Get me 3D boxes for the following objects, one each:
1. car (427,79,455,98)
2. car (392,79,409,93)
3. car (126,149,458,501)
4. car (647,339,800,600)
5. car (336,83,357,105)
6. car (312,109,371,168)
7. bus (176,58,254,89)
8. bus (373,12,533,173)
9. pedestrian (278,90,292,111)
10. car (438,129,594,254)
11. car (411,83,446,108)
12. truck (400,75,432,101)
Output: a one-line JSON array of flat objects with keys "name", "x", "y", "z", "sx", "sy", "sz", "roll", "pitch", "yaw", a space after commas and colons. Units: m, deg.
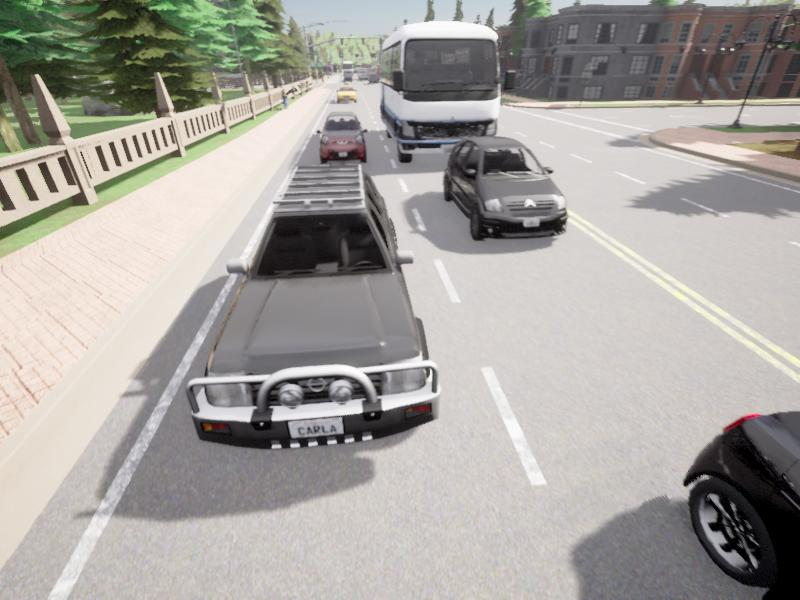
[{"name": "car", "x": 4.574, "y": -23.991, "z": 45.228, "sx": 2.152, "sy": 1.651, "sz": 5.027, "roll": -3, "pitch": 30, "yaw": -5}, {"name": "car", "x": 0.022, "y": -28.646, "z": 53.374, "sx": 1.816, "sy": 1.474, "sz": 4.193, "roll": -4, "pitch": 31, "yaw": -5}, {"name": "car", "x": -0.851, "y": -0.395, "z": 4.816, "sx": 1.932, "sy": 1.855, "sz": 4.605, "roll": -4, "pitch": 31, "yaw": -5}, {"name": "car", "x": 3.115, "y": 1.781, "z": 1.397, "sx": 1.845, "sy": 1.501, "sz": 3.633, "roll": -4, "pitch": 30, "yaw": -5}, {"name": "car", "x": -5.043, "y": -19.572, "z": 37.869, "sx": 1.801, "sy": 1.575, "sz": 5.366, "roll": -4, "pitch": 31, "yaw": -5}, {"name": "car", "x": -2.130, "y": -6.132, "z": 14.960, "sx": 1.845, "sy": 1.501, "sz": 3.633, "roll": -4, "pitch": 31, "yaw": -5}, {"name": "bus", "x": -29.955, "y": -37.167, "z": 65.570, "sx": 10.273, "sy": 4.253, "sz": 3.944, "roll": -4, "pitch": 31, "yaw": -5}, {"name": "bus", "x": 1.223, "y": -8.614, "z": 16.460, "sx": 3.944, "sy": 4.253, "sz": 10.273, "roll": -3, "pitch": 30, "yaw": -5}, {"name": "pedestrian", "x": -8.546, "y": -14.841, "z": 29.778, "sx": 0.751, "sy": 1.300, "sz": 0.751, "roll": -4, "pitch": 31, "yaw": -6}, {"name": "car", "x": 2.166, "y": -2.612, "z": 8.824, "sx": 1.851, "sy": 1.617, "sz": 3.988, "roll": -4, "pitch": 30, "yaw": -5}, {"name": "car", "x": 2.390, "y": -17.817, "z": 34.732, "sx": 2.152, "sy": 1.651, "sz": 5.027, "roll": -4, "pitch": 31, "yaw": -5}, {"name": "truck", "x": 1.511, "y": -22.061, "z": 41.509, "sx": 2.390, "sy": 2.098, "sz": 6.274, "roll": -4, "pitch": 31, "yaw": -5}]
